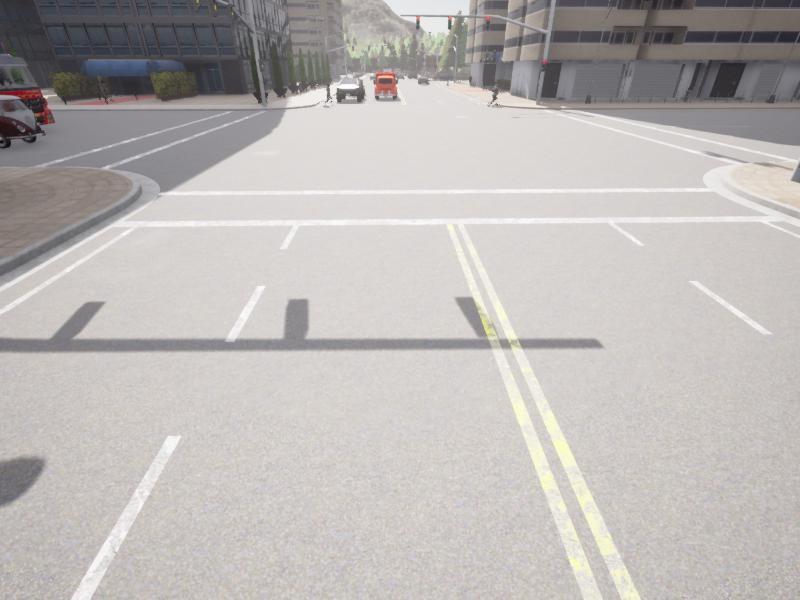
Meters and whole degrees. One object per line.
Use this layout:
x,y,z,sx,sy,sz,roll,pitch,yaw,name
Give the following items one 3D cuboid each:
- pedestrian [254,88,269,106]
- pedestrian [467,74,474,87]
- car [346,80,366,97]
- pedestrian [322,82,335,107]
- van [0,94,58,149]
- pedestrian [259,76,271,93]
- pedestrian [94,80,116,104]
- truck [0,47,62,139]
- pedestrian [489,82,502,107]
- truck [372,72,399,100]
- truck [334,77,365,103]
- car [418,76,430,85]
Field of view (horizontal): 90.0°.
-11.640,-17.109,33.667,0.751,1.300,0.751,11,32,18,pedestrian
11.193,-34.945,63.655,0.751,1.860,0.751,1,30,1,pedestrian
-5.104,-24.990,47.235,1.801,1.575,5.366,-1,30,-1,car
-6.051,-17.448,33.995,0.751,1.860,0.751,4,31,7,pedestrian
-18.070,-7.700,17.225,4.442,1.987,1.775,-1,30,-2,van
-16.381,-26.167,48.585,0.751,1.860,0.751,4,31,8,pedestrian
-25.838,-18.279,35.110,0.751,1.860,0.751,2,30,4,pedestrian
-22.770,-10.174,19.637,8.468,3.827,2.891,-1,30,-2,truck
8.179,-17.620,34.293,0.751,1.860,0.751,-2,30,-4,pedestrian
-1.526,-22.950,42.861,2.627,2.467,5.204,-1,30,-1,truck
-4.966,-21.264,40.341,2.390,2.098,6.274,-1,30,-1,truck
4.687,-43.000,78.207,1.812,1.442,4.674,5,31,9,car
